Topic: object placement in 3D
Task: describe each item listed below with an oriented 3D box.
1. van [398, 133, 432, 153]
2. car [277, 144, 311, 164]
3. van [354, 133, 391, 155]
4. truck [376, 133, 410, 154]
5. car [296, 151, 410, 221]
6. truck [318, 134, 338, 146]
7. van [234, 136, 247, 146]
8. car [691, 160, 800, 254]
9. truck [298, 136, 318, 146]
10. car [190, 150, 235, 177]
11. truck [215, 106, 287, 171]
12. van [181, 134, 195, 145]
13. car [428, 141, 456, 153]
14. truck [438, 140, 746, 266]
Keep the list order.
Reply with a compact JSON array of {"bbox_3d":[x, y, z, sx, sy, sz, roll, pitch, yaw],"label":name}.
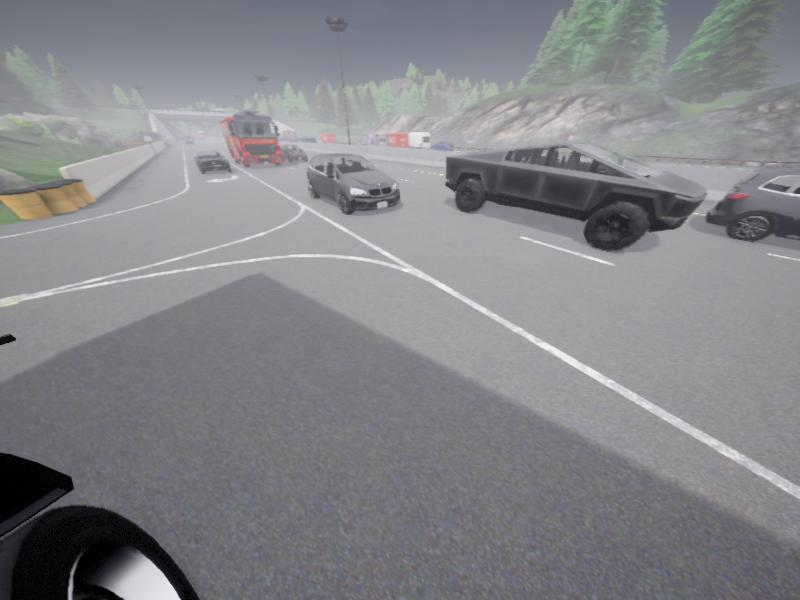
[{"bbox_3d":[2.232,-25.192,36.960,1.988,2.561,5.915,-24,42,-30],"label":"van"},{"bbox_3d":[-10.674,-14.645,23.107,1.816,1.474,4.193,-23,41,-28],"label":"car"},{"bbox_3d":[-4.207,-23.350,34.476,2.351,2.431,6.366,-24,42,-30],"label":"van"},{"bbox_3d":[-1.103,-24.355,35.852,2.627,2.467,5.204,-24,42,-30],"label":"truck"},{"bbox_3d":[-1.964,-4.666,8.963,2.242,1.667,4.611,-24,42,-30],"label":"car"},{"bbox_3d":[-18.324,-40.704,58.747,2.627,2.467,5.204,-24,42,-30],"label":"truck"},{"bbox_3d":[-41.523,-41.353,60.077,1.775,1.987,4.442,-24,42,-30],"label":"van"},{"bbox_3d":[10.510,-1.915,5.106,2.242,1.667,4.611,-24,42,-30],"label":"car"},{"bbox_3d":[-24.098,-41.580,60.292,2.390,2.098,6.274,-24,42,-30],"label":"truck"},{"bbox_3d":[-13.809,-10.124,16.931,1.895,1.301,4.718,-24,42,-30],"label":"car"},{"bbox_3d":[-13.094,-13.944,20.103,2.891,3.827,8.468,-24,42,-30],"label":"truck"},{"bbox_3d":[-59.103,-44.862,64.486,1.988,2.561,5.915,-24,42,-30],"label":"van"},{"bbox_3d":[6.721,-24.712,37.201,1.816,1.474,4.193,-24,42,-30],"label":"car"},{"bbox_3d":[4.331,-3.419,6.847,2.390,2.098,6.274,-24,42,-30],"label":"truck"}]
